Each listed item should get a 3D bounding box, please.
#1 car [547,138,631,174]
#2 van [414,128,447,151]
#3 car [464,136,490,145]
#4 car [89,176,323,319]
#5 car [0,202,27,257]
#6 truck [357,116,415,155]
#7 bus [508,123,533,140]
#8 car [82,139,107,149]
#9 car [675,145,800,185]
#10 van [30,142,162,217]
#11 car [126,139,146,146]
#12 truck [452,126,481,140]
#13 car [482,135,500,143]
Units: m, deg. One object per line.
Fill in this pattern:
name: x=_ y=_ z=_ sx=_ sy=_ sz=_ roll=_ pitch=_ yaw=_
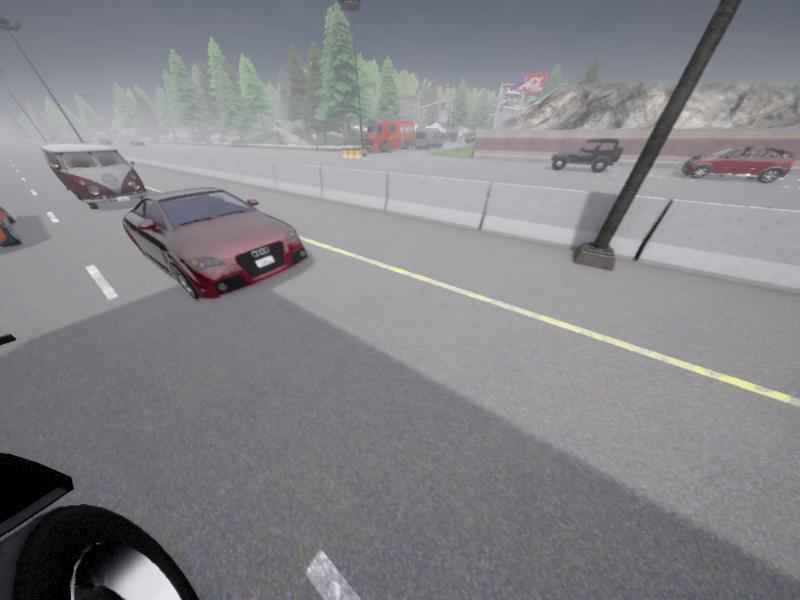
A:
car: x=12.740 y=-9.962 z=15.849 sx=3.866 sy=1.878 sz=1.905 roll=22 pitch=41 yaw=28
van: x=4.509 y=-23.545 z=33.805 sx=1.988 sy=2.561 sz=5.915 roll=22 pitch=41 yaw=27
car: x=16.337 y=-34.008 z=49.147 sx=5.008 sy=1.535 sz=1.882 roll=-18 pitch=40 yaw=-22
car: x=-3.898 y=-1.448 z=4.699 sx=4.181 sy=1.385 sz=1.994 roll=22 pitch=41 yaw=28
car: x=-11.317 y=-2.104 z=5.311 sx=4.553 sy=1.767 sz=2.097 roll=22 pitch=41 yaw=28
truck: x=-1.502 y=-22.462 z=31.409 sx=2.891 sy=3.827 sz=8.468 roll=23 pitch=44 yaw=29
bus: x=38.600 y=-53.755 z=73.739 sx=3.944 sy=4.253 sz=10.273 roll=23 pitch=42 yaw=28
car: x=-66.751 y=-34.158 z=50.514 sx=5.027 sy=1.651 sz=2.152 roll=22 pitch=41 yaw=28
car: x=18.442 y=-7.535 z=12.731 sx=3.705 sy=1.549 sz=1.789 roll=22 pitch=41 yaw=28
van: x=-11.690 y=-4.830 z=8.912 sx=4.442 sy=1.987 sz=1.775 roll=22 pitch=42 yaw=27
car: x=-63.493 y=-37.827 z=55.586 sx=4.718 sy=1.301 sz=1.895 roll=22 pitch=41 yaw=28
truck: x=22.829 y=-57.324 z=79.515 sx=8.468 sy=3.827 sz=2.891 roll=22 pitch=41 yaw=28
car: x=21.164 y=-37.351 z=53.619 sx=2.163 sy=1.488 sz=4.792 roll=24 pitch=42 yaw=30
